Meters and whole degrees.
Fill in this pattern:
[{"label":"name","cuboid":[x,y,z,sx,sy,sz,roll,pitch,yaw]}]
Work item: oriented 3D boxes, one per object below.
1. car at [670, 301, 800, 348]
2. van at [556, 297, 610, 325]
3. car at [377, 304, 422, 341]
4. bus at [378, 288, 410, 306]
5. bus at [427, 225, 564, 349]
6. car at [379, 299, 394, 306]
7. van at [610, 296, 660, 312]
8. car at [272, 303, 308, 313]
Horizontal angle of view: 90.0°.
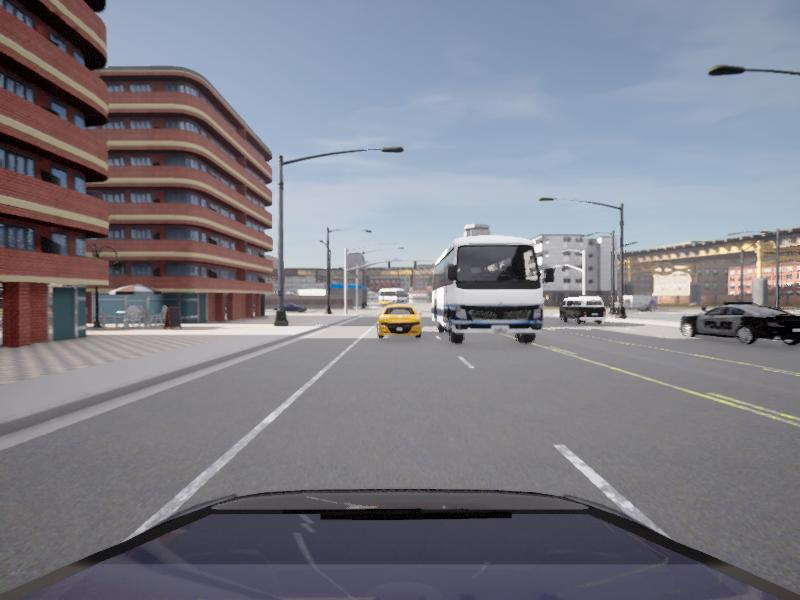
[{"label":"car","cuboid":[13.983,0.882,16.692,1.930,1.638,5.238,0,-1,0]},{"label":"van","cuboid":[13.966,0.791,30.832,2.069,2.038,4.480,0,0,0]},{"label":"car","cuboid":[-0.017,0.951,19.043,1.882,1.535,5.008,0,0,0]},{"label":"bus","cuboid":[-1.695,-0.789,104.316,3.944,4.253,10.273,0,1,-29]},{"label":"bus","cuboid":[3.602,-0.408,18.797,3.944,4.253,10.273,0,0,0]},{"label":"car","cuboid":[-3.356,0.616,99.756,1.801,1.575,5.366,0,1,-26]},{"label":"van","cuboid":[36.076,0.554,61.599,6.366,2.431,2.351,0,1,-1]},{"label":"car","cuboid":[-15.665,1.094,56.952,4.674,1.442,1.812,0,1,-3]}]
